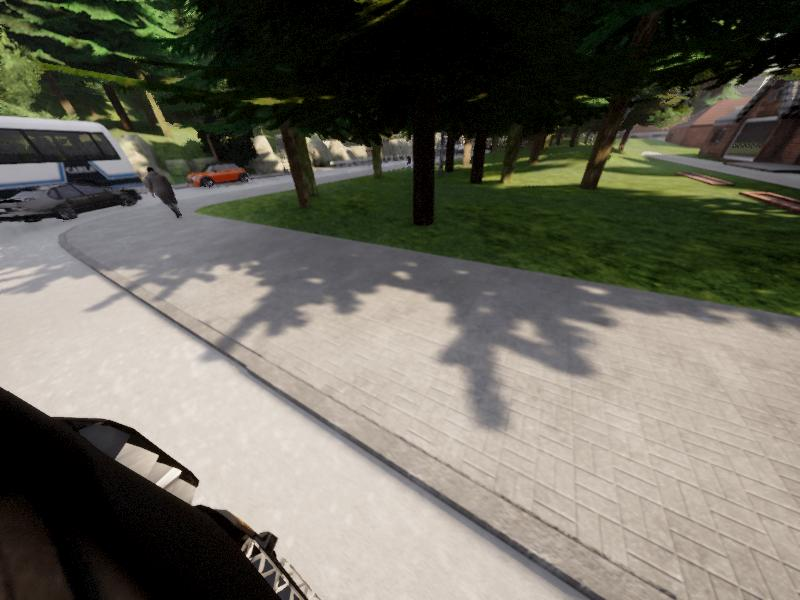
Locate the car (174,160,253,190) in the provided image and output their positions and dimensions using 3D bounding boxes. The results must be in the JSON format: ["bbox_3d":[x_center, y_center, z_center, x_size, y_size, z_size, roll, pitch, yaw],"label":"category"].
[{"bbox_3d":[-15.798,-10.834,19.890,2.097,1.767,4.553,15,38,25],"label":"car"}]

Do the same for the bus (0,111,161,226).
[{"bbox_3d":[-19.520,-6.181,10.949,3.944,4.253,10.273,4,34,10],"label":"bus"}]

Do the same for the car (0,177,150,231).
[{"bbox_3d":[-16.084,-4.938,11.389,2.033,1.411,5.357,-4,33,-1],"label":"car"}]

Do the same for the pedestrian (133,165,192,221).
[{"bbox_3d":[-9.270,-4.200,9.094,0.751,1.860,0.751,19,39,30],"label":"pedestrian"}]
